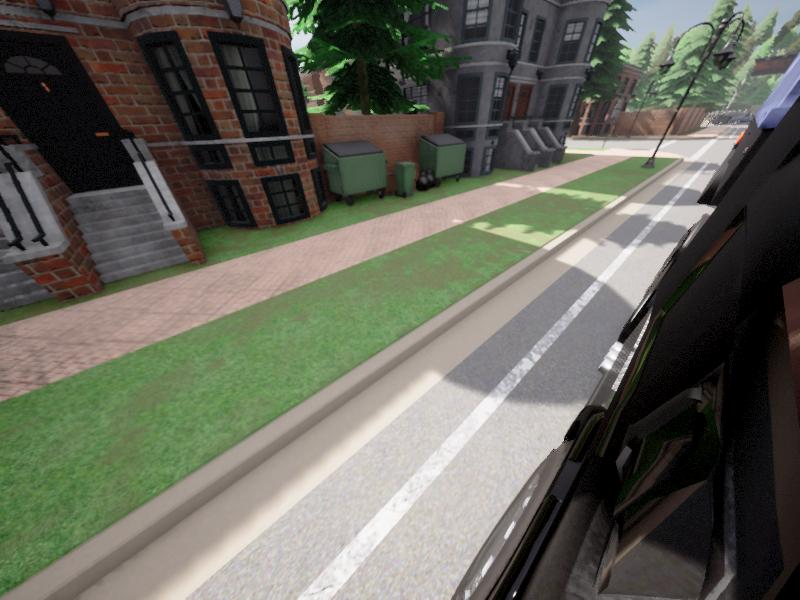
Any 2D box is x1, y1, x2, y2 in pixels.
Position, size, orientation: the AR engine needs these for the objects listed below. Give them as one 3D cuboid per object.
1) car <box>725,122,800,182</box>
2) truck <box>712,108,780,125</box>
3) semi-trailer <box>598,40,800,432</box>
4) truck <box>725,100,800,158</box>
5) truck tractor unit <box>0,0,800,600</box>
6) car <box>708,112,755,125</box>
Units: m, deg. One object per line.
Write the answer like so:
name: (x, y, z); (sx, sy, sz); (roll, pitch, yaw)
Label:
car: (16.108, -6.453, 9.811); (5.238, 1.638, 1.930); (-28, 44, -30)
truck: (60.900, -32.352, 40.868); (2.390, 2.098, 6.274); (-28, 44, -30)
semi-trailer: (8.690, -3.624, 4.216); (14.254, 4.402, 2.717); (-28, 44, -30)
truck: (22.270, -10.114, 13.561); (5.204, 2.467, 2.627); (-28, 44, -30)
truck tractor unit: (2.645, -0.295, 0.351); (6.516, 4.208, 3.053); (-28, 44, -30)
car: (62.605, -34.281, 43.714); (2.033, 1.649, 4.856); (-28, 43, -29)
